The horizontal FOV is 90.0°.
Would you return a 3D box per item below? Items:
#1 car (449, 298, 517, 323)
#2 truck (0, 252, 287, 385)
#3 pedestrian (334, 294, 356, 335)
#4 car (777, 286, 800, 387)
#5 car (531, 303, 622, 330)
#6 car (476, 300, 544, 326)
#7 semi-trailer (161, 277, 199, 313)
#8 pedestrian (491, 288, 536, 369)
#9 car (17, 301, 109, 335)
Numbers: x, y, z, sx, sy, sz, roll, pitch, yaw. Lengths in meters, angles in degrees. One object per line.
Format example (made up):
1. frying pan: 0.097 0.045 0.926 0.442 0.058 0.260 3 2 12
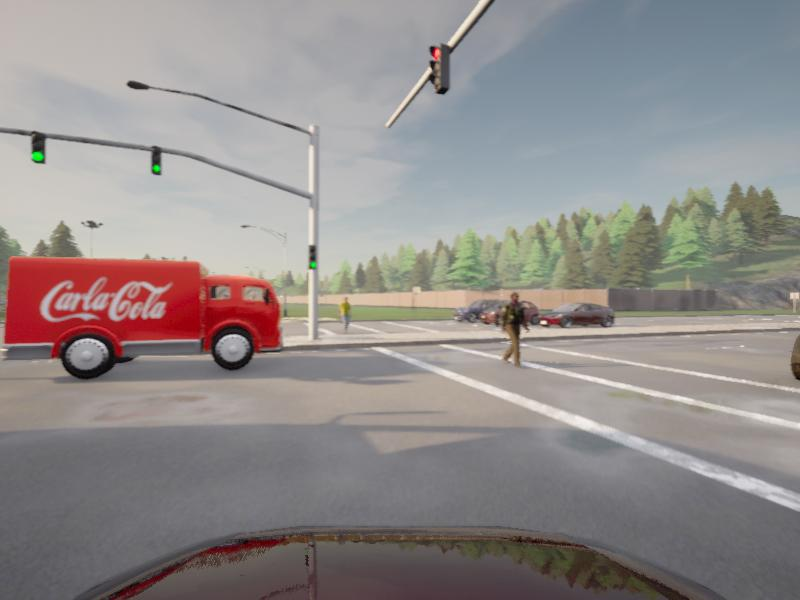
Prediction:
1. car: 6.146 0.745 29.786 4.553 1.767 2.097 0 0 -20
2. truck: -5.486 0.351 9.508 5.204 2.467 2.627 0 0 -20
3. pedestrian: -2.566 0.650 18.650 0.751 1.860 0.751 0 0 -35
4. car: 9.423 0.683 7.800 3.866 1.878 1.905 0 0 -29
5. car: 10.546 0.908 23.949 4.792 1.488 2.163 0 0 -20
6. car: 7.244 0.838 26.464 3.988 1.617 1.851 0 0 -20
7. semi-trailer: -30.697 -0.649 56.386 2.717 4.402 14.254 0 0 -21
8. pedestrian: 2.719 0.656 9.618 0.751 1.860 0.751 0 0 -17
9. car: -17.097 0.809 20.656 2.128 1.511 4.902 0 0 -21
